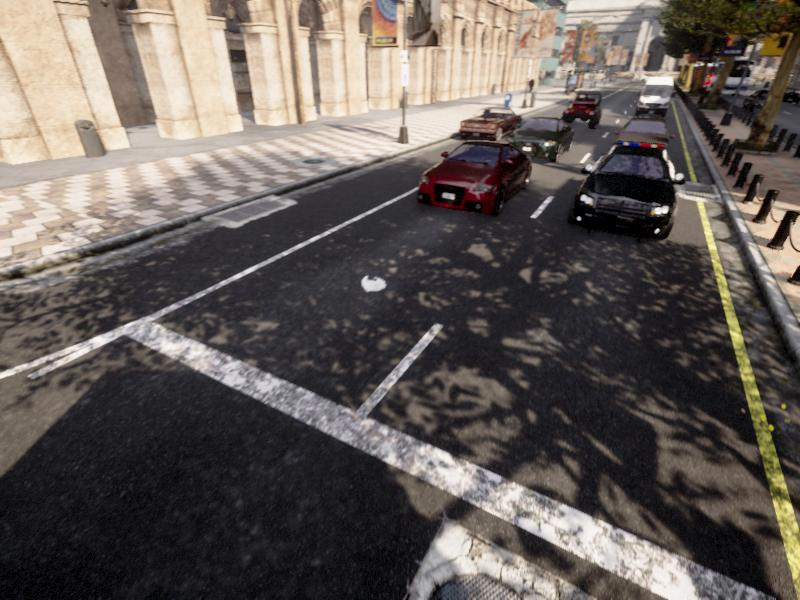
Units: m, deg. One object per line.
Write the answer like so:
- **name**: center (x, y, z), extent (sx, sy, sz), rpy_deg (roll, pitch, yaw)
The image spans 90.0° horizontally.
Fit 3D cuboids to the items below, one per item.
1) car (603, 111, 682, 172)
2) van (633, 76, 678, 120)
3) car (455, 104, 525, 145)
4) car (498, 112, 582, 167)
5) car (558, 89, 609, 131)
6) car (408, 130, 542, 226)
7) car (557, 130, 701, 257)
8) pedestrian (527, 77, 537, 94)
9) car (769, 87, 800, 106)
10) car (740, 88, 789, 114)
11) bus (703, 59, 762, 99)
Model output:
- **car**: center (9.583, -6.405, 15.767), extent (2.033, 1.411, 5.357), rpy_deg (16, 34, 25)
- **van**: center (19.108, -15.242, 29.919), extent (1.988, 2.561, 5.915), rpy_deg (16, 34, 25)
- **car**: center (4.589, -8.858, 19.966), extent (1.895, 1.301, 4.718), rpy_deg (16, 34, 25)
- **car**: center (5.614, -6.469, 15.831), extent (1.994, 1.385, 4.181), rpy_deg (17, 34, 26)
- **car**: center (10.986, -11.410, 23.863), extent (1.905, 1.878, 3.866), rpy_deg (16, 34, 25)
- **car**: center (2.096, -3.393, 10.509), extent (1.994, 1.385, 4.181), rpy_deg (16, 34, 25)
- **car**: center (5.403, -2.810, 9.407), extent (2.038, 1.542, 4.974), rpy_deg (16, 34, 25)
- **pedestrian**: center (16.812, -27.428, 51.055), extent (0.751, 1.860, 0.751), rpy_deg (17, 34, 26)
- **car**: center (39.086, -20.583, 40.401), extent (1.845, 1.501, 3.633), rpy_deg (17, 34, 26)
- **car**: center (30.902, -17.040, 34.100), extent (2.033, 1.649, 4.856), rpy_deg (16, 34, 25)
- **bus**: center (43.715, -29.514, 53.083), extent (3.944, 4.253, 10.273), rpy_deg (16, 35, 25)
